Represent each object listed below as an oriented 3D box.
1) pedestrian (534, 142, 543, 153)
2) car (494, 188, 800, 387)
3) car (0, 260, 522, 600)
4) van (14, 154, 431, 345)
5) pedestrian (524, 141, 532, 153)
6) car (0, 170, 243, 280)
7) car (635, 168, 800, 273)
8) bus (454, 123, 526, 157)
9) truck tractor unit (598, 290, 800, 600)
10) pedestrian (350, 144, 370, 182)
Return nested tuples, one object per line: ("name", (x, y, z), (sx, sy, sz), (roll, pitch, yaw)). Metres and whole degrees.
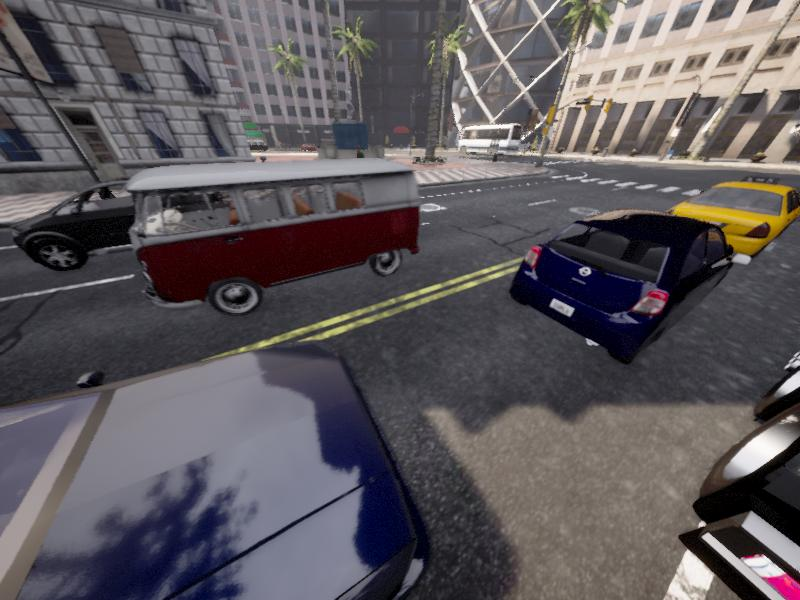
("pedestrian", (26.435, -29.106, 44.065), (0.751, 1.860, 0.751), (5, 35, 7))
("car", (3.621, -0.609, 3.562), (3.633, 1.501, 1.845), (-18, 39, -24))
("car", (-2.510, 1.490, 0.618), (5.357, 1.411, 2.033), (-18, 39, -25))
("van", (-1.848, -1.296, 4.099), (4.442, 1.987, 1.775), (-19, 39, -24))
("pedestrian", (25.254, -30.191, 45.614), (0.751, 1.860, 0.751), (-23, 41, -29))
("car", (-6.158, -2.013, 5.471), (3.705, 1.549, 1.789), (-18, 39, -24))
("car", (9.032, -2.418, 6.161), (5.366, 1.575, 1.801), (-18, 39, -24))
("bus", (14.749, -27.008, 39.172), (3.944, 4.253, 10.273), (-24, 42, -32))
("truck tractor unit", (5.152, -0.258, 0.716), (6.516, 4.208, 3.053), (-17, 38, -22))
("pedestrian", (-2.331, -8.098, 13.668), (0.751, 1.860, 0.751), (-20, 40, -27))
